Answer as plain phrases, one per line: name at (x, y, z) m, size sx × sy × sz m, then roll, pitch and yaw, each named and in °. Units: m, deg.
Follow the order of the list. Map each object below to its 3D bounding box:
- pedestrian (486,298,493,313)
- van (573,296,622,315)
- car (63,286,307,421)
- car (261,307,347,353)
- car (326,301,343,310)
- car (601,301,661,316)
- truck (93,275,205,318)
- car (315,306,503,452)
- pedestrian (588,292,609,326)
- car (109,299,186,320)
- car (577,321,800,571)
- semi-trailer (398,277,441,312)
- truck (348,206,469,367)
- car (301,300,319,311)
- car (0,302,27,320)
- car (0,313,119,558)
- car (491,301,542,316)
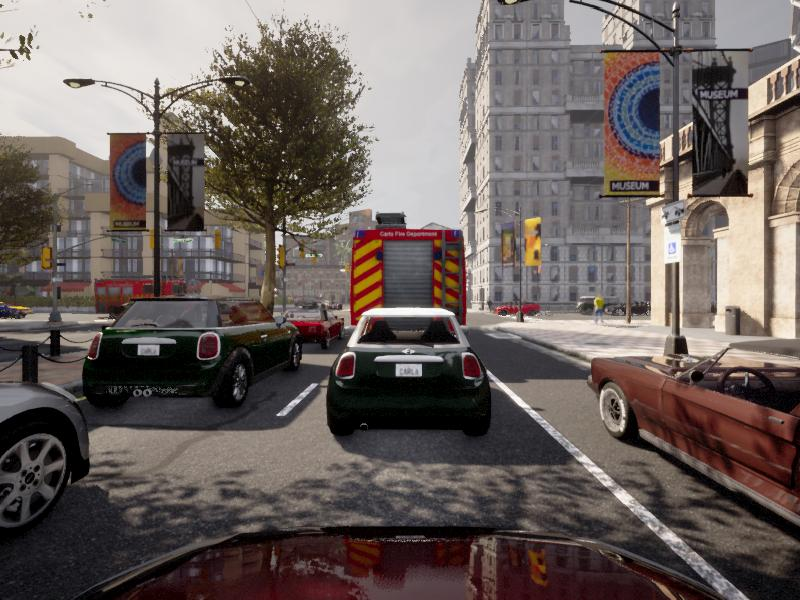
pedestrian at (10.853, 0.635, 48.349) m, size 0.751 × 1.860 × 0.751 m, roll 0°, pitch 0°, yaw 4°
van at (21.300, 0.599, 43.240) m, size 4.442 × 1.987 × 1.775 m, roll 0°, pitch 0°, yaw 1°
car at (-3.355, 0.694, 7.527) m, size 2.097 × 1.767 × 4.553 m, roll 0°, pitch 0°, yaw 1°
car at (-3.218, 0.944, 14.445) m, size 1.895 × 1.301 × 4.718 m, roll 0°, pitch 0°, yaw 1°
car at (-10.261, 0.853, 63.188) m, size 1.970 × 1.475 × 3.806 m, roll 0°, pitch 0°, yaw 1°
car at (22.859, 0.844, 39.717) m, size 4.892 × 1.490 × 1.837 m, roll 0°, pitch 0°, yaw 1°
truck at (-22.930, -0.321, 36.859) m, size 8.468 × 3.827 × 2.891 m, roll 0°, pitch 0°, yaw 1°
car at (0.119, 0.853, 6.110) m, size 1.970 × 1.475 × 3.806 m, roll 0°, pitch 0°, yaw 1°
pedestrian at (10.913, 0.485, 22.011) m, size 0.751 × 1.860 × 0.751 m, roll 0°, pitch 0°, yaw 2°
car at (-20.949, 0.771, 33.339) m, size 5.238 × 1.638 × 1.930 m, roll 0°, pitch 0°, yaw 1°
car at (3.308, 0.938, 3.058) m, size 1.895 × 1.301 × 4.718 m, roll 0°, pitch 0°, yaw 1°
semi-trailer at (2.402, -0.618, 57.544) m, size 2.717 × 4.402 × 14.254 m, roll 0°, pitch 0°, yaw -12°
truck at (0.274, -0.321, 13.781) m, size 2.891 × 3.827 × 8.468 m, roll 0°, pitch 0°, yaw 1°
car at (-13.798, 0.815, 61.323) m, size 1.789 × 1.549 × 3.705 m, roll 0°, pitch 0°, yaw 1°
car at (-34.426, 0.870, 33.526) m, size 4.674 × 1.442 × 1.812 m, roll 0°, pitch 0°, yaw 1°
car at (-3.473, 0.853, 1.600) m, size 1.970 × 1.475 × 3.806 m, roll 0°, pitch 0°, yaw 1°
car at (11.568, 0.828, 39.880) m, size 4.514 × 1.525 × 2.007 m, roll 0°, pitch 0°, yaw 1°
